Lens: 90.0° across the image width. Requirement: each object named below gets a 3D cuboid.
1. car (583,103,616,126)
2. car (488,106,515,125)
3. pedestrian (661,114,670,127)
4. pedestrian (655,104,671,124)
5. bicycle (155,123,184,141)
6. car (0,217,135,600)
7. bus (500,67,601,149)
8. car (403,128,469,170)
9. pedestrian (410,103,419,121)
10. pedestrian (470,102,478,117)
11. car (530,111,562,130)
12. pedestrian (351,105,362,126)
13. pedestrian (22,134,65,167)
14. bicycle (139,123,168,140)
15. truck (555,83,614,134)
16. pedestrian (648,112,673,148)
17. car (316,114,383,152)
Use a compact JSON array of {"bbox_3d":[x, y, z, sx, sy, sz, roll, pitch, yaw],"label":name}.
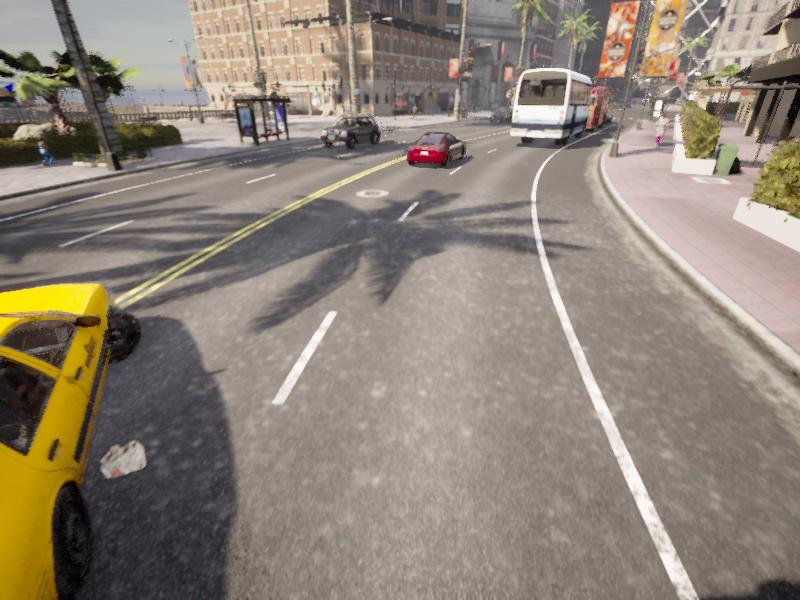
[{"bbox_3d":[22.429,-20.878,44.849,2.150,2.045,5.566,16,31,28],"label":"car"},{"bbox_3d":[11.680,-21.195,45.765,2.097,1.767,4.553,10,29,19],"label":"car"},{"bbox_3d":[25.834,-17.507,38.941,0.500,1.100,0.500,16,31,28],"label":"pedestrian"},{"bbox_3d":[28.075,-19.851,42.657,0.751,1.860,0.751,-19,33,-32],"label":"pedestrian"},{"bbox_3d":[-16.214,-11.820,28.169,0.373,1.024,1.643,16,31,28],"label":"bicycle"},{"bbox_3d":[-3.587,0.863,3.208,1.801,1.575,5.366,-13,30,-24],"label":"car"},{"bbox_3d":[10.782,-13.404,27.939,3.944,4.253,10.273,15,30,27],"label":"bus"},{"bbox_3d":[1.882,-7.524,19.709,1.994,1.385,4.181,11,29,20],"label":"car"},{"bbox_3d":[1.783,-22.505,47.881,0.751,1.860,0.751,19,33,33],"label":"pedestrian"},{"bbox_3d":[10.429,-26.915,56.422,0.751,1.860,0.751,-21,34,-35],"label":"pedestrian"},{"bbox_3d":[14.453,-17.799,39.513,1.970,1.475,3.806,16,31,28],"label":"car"},{"bbox_3d":[-4.382,-18.708,40.523,0.751,1.860,0.751,12,29,21],"label":"pedestrian"},{"bbox_3d":[-15.695,-6.596,17.643,0.751,1.300,0.751,5,28,10],"label":"pedestrian"},{"bbox_3d":[-17.929,-12.300,29.105,0.373,1.024,1.643,16,31,28],"label":"bicycle"},{"bbox_3d":[17.257,-17.886,37.109,2.891,3.827,8.468,16,31,28],"label":"truck"},{"bbox_3d":[15.386,-10.033,23.624,0.751,1.860,0.751,16,31,28],"label":"pedestrian"},{"bbox_3d":[-2.998,-10.623,25.186,1.932,1.855,4.605,12,30,23],"label":"car"}]
